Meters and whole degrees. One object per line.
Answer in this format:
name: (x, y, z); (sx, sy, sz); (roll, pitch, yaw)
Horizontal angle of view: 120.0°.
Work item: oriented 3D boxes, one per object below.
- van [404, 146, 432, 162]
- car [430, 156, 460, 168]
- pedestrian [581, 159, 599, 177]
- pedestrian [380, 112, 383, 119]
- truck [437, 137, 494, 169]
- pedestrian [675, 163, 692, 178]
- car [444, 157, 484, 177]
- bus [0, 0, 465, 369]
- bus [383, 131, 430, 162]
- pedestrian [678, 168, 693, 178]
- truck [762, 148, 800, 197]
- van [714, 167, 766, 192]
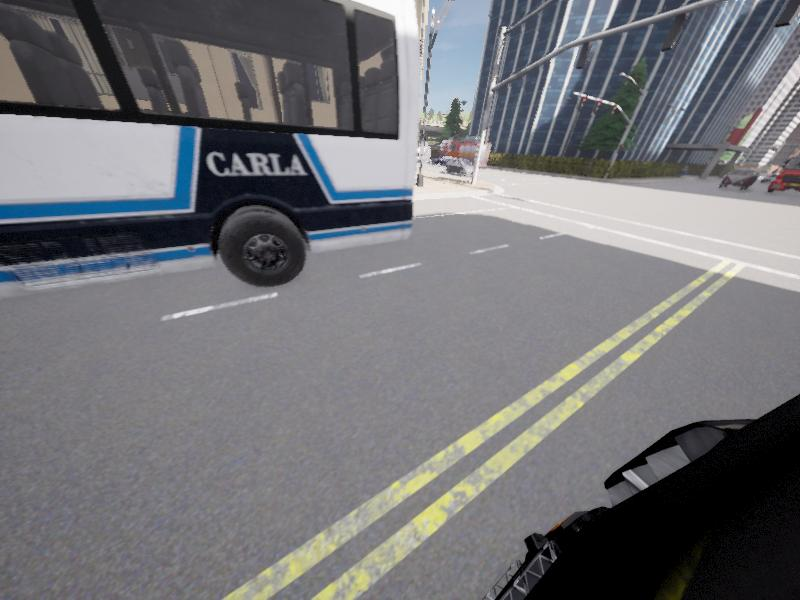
van: (3.401, -29.045, 45.912); (2.351, 2.431, 6.366); (-15, 37, -26)
car: (6.775, -21.181, 35.332); (1.895, 1.301, 4.718); (-15, 38, -26)
pedestrian: (22.647, -15.739, 27.555); (0.751, 1.860, 0.751); (-16, 38, -26)
pedestrian: (-6.666, -64.957, 81.428); (0.751, 1.860, 0.751); (-16, 38, -26)
truck: (9.854, -23.100, 36.185); (2.891, 3.827, 8.468); (-15, 38, -26)
pedestrian: (42.037, -19.148, 34.259); (0.751, 1.860, 0.751); (-17, 38, -27)
car: (6.461, -13.701, 23.800); (1.845, 1.501, 3.633); (-14, 37, -25)
bus: (-4.676, -2.154, 2.999); (10.273, 4.253, 3.944); (-16, 38, -26)
bus: (0.816, -28.411, 43.075); (3.944, 4.253, 10.273); (-15, 36, -26)
pedestrian: (42.817, -19.010, 34.621); (0.751, 1.300, 0.751); (-12, 36, -21)
truck: (40.527, -12.580, 22.760); (8.468, 3.827, 2.891); (-16, 38, -26)
van: (35.496, -12.636, 24.102); (4.442, 1.987, 1.775); (-16, 38, -26)
